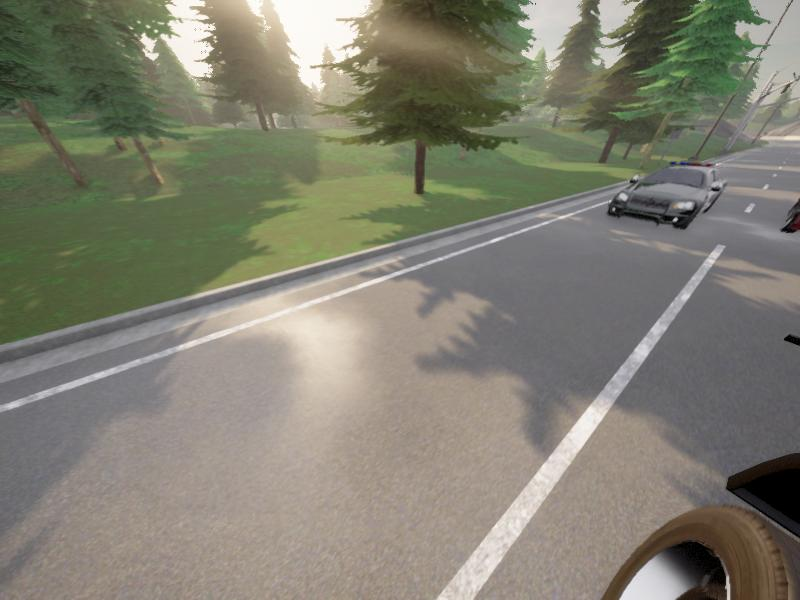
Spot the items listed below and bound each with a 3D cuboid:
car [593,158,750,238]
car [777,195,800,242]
[{"bbox_3d":[8.912,-3.588,7.568,4.974,1.542,2.038,-22,41,-28],"label":"car"},{"bbox_3d":[12.372,-2.470,6.091,4.181,1.385,1.994,-22,41,-28],"label":"car"}]
